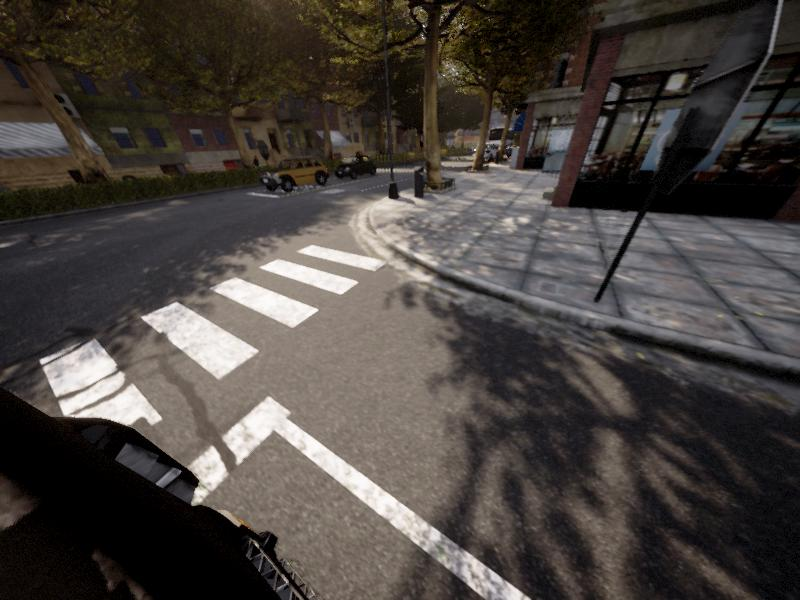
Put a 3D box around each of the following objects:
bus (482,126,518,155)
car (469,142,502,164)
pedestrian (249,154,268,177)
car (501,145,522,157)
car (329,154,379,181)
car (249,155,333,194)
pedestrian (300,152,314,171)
[{"bbox_3d":[20.205,-31.927,46.405,3.944,4.253,10.273,17,38,27],"label":"bus"},{"bbox_3d":[10.937,-18.741,29.335,2.435,2.045,5.566,17,38,27],"label":"car"},{"bbox_3d":[-13.844,-13.106,22.567,0.751,1.860,0.751,16,38,26],"label":"pedestrian"},{"bbox_3d":[18.967,-25.402,39.239,2.231,1.521,4.892,17,38,27],"label":"car"},{"bbox_3d":[-3.841,-11.516,19.993,1.851,1.617,3.988,17,38,27],"label":"car"},{"bbox_3d":[-7.024,-8.571,15.574,1.932,1.855,4.605,16,38,26],"label":"car"},{"bbox_3d":[-10.679,-15.911,26.535,0.751,1.860,0.751,14,37,24],"label":"pedestrian"}]
